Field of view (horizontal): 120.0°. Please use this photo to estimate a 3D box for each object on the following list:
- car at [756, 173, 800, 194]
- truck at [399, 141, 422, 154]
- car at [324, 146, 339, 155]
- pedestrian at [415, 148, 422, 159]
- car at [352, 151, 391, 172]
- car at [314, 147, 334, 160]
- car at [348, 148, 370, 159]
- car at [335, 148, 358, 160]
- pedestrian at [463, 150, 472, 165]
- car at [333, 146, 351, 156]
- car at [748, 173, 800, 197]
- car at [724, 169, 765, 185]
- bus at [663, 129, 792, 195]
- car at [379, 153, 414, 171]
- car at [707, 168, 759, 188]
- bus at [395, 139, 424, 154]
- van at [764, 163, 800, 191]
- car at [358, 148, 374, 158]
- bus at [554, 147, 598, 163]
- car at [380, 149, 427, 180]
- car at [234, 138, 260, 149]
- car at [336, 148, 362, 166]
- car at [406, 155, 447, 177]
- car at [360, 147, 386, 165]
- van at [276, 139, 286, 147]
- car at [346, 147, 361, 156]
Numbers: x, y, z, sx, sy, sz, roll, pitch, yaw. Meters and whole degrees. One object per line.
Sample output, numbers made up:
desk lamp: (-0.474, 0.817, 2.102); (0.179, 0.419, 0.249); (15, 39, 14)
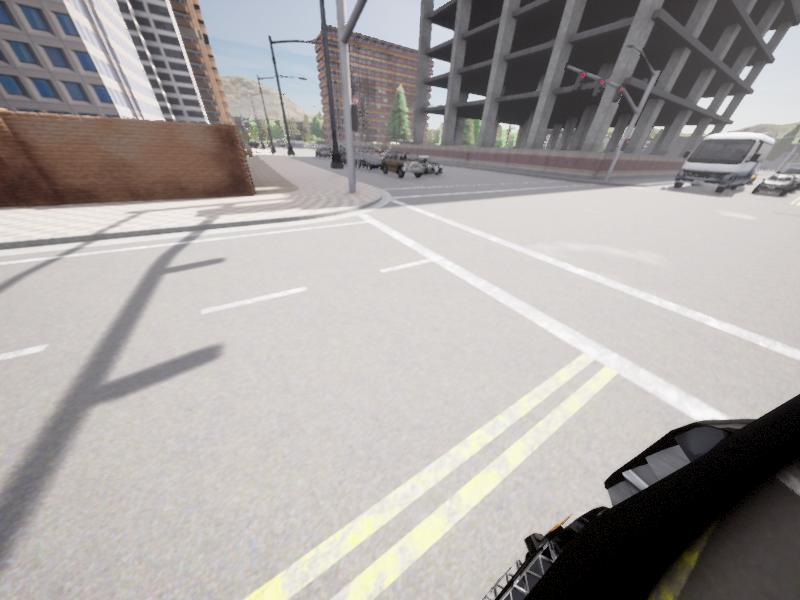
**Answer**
car: (37.982, -11.610, 22.830); (4.902, 1.511, 2.128); (-17, 38, -27)
truck: (3.995, -58.901, 89.111); (8.468, 3.827, 2.891); (-17, 38, -27)
car: (-15.662, -34.346, 52.892); (2.007, 1.525, 4.514); (-16, 38, -26)
pedestrian: (3.592, -28.572, 45.055); (0.751, 1.860, 0.751); (-16, 38, -25)
car: (-3.051, -14.414, 23.985); (2.163, 1.488, 4.792); (-16, 38, -26)
car: (-12.101, -23.226, 36.528); (1.816, 1.474, 4.193); (-16, 38, -26)
car: (-7.459, -26.349, 41.527); (2.128, 1.511, 4.902); (-16, 38, -26)
car: (-8.753, -23.788, 37.603); (1.837, 1.490, 4.892); (-16, 38, -26)
pedestrian: (10.333, -21.729, 35.299); (0.751, 1.860, 0.751); (-14, 37, -24)
car: (-12.163, -30.982, 48.018); (2.033, 1.649, 4.856); (-16, 38, -26)
car: (32.485, -9.976, 19.928); (3.705, 1.549, 1.789); (-17, 38, -27)
car: (43.138, -15.457, 28.925); (5.366, 1.575, 1.801); (-17, 38, -27)
bus: (29.617, -12.409, 20.927); (10.273, 4.253, 3.944); (-17, 38, -27)
car: (-0.506, -15.732, 26.186); (1.812, 1.442, 4.674); (-16, 38, -26)
car: (37.083, -13.675, 25.715); (4.611, 1.667, 2.242); (-17, 38, -27)
bus: (3.525, -56.755, 85.472); (10.273, 4.253, 3.944); (-17, 38, -27)
van: (44.501, -13.947, 25.997); (6.366, 2.431, 2.351); (-17, 38, -27)
car: (-6.855, -29.595, 46.404); (1.789, 1.549, 3.705); (-16, 38, -26)
bus: (59.921, -49.727, 79.059); (3.944, 4.253, 10.273); (-17, 38, -27)
car: (0.118, -11.543, 19.558); (1.932, 1.855, 4.605); (-15, 38, -25)
car: (-41.392, -42.399, 62.577); (5.566, 2.045, 2.150); (-17, 38, -27)
car: (-6.331, -17.658, 28.491); (1.851, 1.617, 3.988); (-16, 38, -26)
car: (2.411, -12.920, 22.158); (1.970, 1.475, 3.806); (-16, 38, -26)
car: (-3.586, -18.927, 30.343); (1.905, 1.878, 3.866); (-16, 38, -26)
van: (-45.387, -59.937, 88.090); (1.988, 2.561, 5.915); (-16, 38, -26)
car: (-10.448, -33.063, 51.403); (1.970, 1.475, 3.806); (-17, 38, -27)
